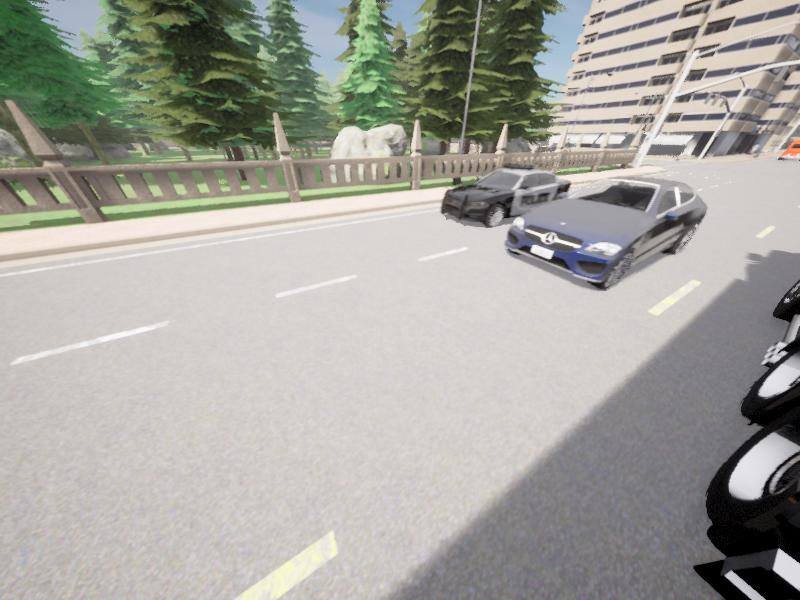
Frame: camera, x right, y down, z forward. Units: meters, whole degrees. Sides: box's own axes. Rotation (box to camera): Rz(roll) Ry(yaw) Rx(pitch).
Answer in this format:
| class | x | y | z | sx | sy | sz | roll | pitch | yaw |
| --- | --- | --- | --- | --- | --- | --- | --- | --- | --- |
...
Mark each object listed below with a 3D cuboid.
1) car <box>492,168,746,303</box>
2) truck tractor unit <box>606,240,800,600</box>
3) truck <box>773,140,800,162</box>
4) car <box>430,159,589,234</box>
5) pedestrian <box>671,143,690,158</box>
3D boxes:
| class | x | y | z | sx | sy | sz | roll | pitch | yaw |
| --- | --- | --- | --- | --- | --- | --- | --- | --- | --- |
| car | 4.912 | -1.869 | 5.307 | 5.027 | 1.651 | 2.152 | -18 | 39 | -24 |
| truck tractor unit | 5.066 | -0.344 | 0.835 | 6.516 | 4.208 | 3.053 | -20 | 40 | -26 |
| truck | 56.602 | -21.158 | 32.707 | 5.204 | 2.467 | 2.627 | -18 | 39 | -24 |
| car | 3.816 | -3.826 | 8.093 | 5.238 | 1.638 | 1.930 | -18 | 39 | -24 |
| pedestrian | 39.863 | -21.263 | 32.842 | 0.751 | 1.860 | 0.751 | -14 | 37 | -20 |
